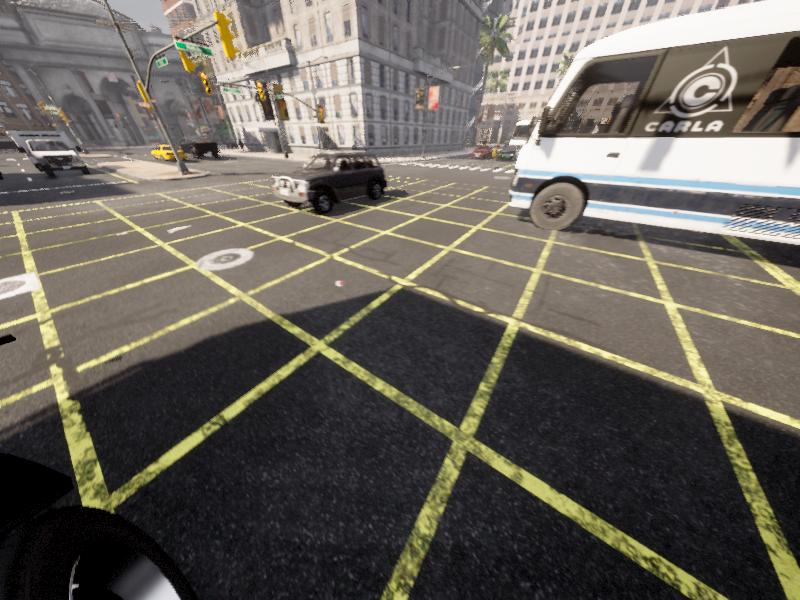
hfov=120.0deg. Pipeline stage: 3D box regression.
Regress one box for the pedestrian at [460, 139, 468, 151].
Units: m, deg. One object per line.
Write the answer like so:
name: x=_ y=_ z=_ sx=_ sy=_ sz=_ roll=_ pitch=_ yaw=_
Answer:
pedestrian: x=12.146 y=-29.357 z=43.771 sx=0.751 sy=1.860 sz=0.751 roll=-26 pitch=43 yaw=-33

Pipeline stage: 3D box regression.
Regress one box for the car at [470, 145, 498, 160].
car: x=10.910 y=-19.185 z=29.989 sx=1.812 sy=1.442 sz=4.674 roll=22 pitch=41 yaw=28

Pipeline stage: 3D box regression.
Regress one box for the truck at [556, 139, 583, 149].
truck: x=43.391 y=-39.864 z=59.080 sx=6.274 sy=2.098 sz=2.390 roll=-18 pitch=39 yaw=-24

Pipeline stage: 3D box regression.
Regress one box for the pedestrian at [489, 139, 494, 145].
pedestrian: x=33.534 y=-57.996 z=84.624 sx=0.751 sy=1.860 sz=0.751 roll=-21 pitch=40 yaw=-27

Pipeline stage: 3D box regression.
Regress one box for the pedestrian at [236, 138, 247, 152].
pedestrian: x=-25.032 y=-24.481 z=36.490 sx=0.751 sy=1.860 sz=0.751 roll=26 pitch=43 yaw=32

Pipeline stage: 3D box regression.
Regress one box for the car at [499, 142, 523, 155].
car: x=18.885 y=-25.784 z=39.235 sx=2.242 sy=1.667 sz=4.611 roll=23 pitch=41 yaw=28

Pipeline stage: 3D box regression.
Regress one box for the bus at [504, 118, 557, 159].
bus: x=19.113 y=-23.421 z=33.645 sx=3.944 sy=4.253 sz=10.273 roll=22 pitch=41 yaw=28

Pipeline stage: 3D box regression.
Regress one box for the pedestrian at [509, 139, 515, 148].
pedestrian: x=27.241 y=-38.026 z=56.220 sx=0.751 sy=1.860 sz=0.751 roll=30 pitch=44 yaw=35

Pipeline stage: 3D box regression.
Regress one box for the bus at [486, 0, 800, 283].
bus: x=8.061 y=-3.319 z=5.007 sx=10.273 sy=4.253 sz=3.944 roll=22 pitch=41 yaw=28

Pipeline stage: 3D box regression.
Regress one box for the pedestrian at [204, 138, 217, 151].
pedestrian: x=-31.458 y=-25.810 z=38.314 sx=0.751 sy=1.860 sz=0.751 roll=17 pitch=38 yaw=22

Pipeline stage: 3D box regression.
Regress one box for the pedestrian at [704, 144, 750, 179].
pedestrian: x=20.626 y=-8.765 z=14.627 sx=0.751 sy=1.860 sz=0.751 roll=22 pitch=40 yaw=27

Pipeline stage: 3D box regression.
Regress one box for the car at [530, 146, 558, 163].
car: x=16.817 y=-17.017 z=26.943 sx=1.816 sy=1.474 sz=4.193 roll=22 pitch=41 yaw=28

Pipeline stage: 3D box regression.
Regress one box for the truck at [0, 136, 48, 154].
truck: x=-58.091 y=-22.864 z=33.969 sx=6.274 sy=2.098 sz=2.390 roll=-16 pitch=38 yaw=-22

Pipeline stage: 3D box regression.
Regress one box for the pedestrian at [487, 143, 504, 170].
pedestrian: x=8.124 y=-12.276 z=19.753 sx=0.751 sy=1.860 sz=0.751 roll=22 pitch=41 yaw=28

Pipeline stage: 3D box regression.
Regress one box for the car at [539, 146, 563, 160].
car: x=20.549 y=-19.994 z=31.360 sx=1.895 sy=1.301 sz=4.718 roll=22 pitch=41 yaw=28

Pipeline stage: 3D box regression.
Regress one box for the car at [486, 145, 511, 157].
car: x=14.818 y=-22.344 z=34.640 sx=1.895 sy=1.301 sz=4.718 roll=22 pitch=41 yaw=28

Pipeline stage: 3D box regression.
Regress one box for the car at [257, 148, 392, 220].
car: x=-2.477 y=-4.780 z=9.044 sx=1.932 sy=1.855 sz=4.605 roll=22 pitch=40 yaw=27

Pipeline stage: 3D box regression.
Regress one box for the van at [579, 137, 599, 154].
van: x=35.715 y=-29.305 z=43.642 sx=1.988 sy=2.561 sz=5.915 roll=22 pitch=41 yaw=28

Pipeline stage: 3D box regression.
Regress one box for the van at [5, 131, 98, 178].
van: x=-24.660 y=-10.412 z=16.340 sx=6.366 sy=2.431 sz=2.351 roll=22 pitch=41 yaw=28

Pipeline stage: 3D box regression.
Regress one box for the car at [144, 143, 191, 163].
car: x=-24.845 y=-15.773 z=24.683 sx=5.366 sy=1.575 sz=1.801 roll=22 pitch=41 yaw=28

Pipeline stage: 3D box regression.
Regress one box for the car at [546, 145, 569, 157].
car: x=24.673 y=-23.372 z=36.109 sx=2.033 sy=1.411 sz=5.357 roll=22 pitch=41 yaw=28

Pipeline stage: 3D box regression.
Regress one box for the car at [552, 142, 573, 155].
car: x=28.811 y=-26.847 z=40.883 sx=2.152 sy=1.651 sz=5.027 roll=23 pitch=41 yaw=28

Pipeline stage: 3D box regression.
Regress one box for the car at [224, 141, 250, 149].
car: x=-36.526 y=-34.943 z=51.940 sx=1.994 sy=1.385 sz=4.181 roll=23 pitch=41 yaw=28

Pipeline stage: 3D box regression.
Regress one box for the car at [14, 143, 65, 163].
car: x=-36.794 y=-15.035 z=23.579 sx=4.902 sy=1.511 sz=2.128 roll=23 pitch=41 yaw=28

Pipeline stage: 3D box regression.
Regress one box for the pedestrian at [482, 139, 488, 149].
pedestrian: x=19.377 y=-35.559 z=52.642 sx=0.751 sy=1.860 sz=0.751 roll=20 pitch=40 yaw=26

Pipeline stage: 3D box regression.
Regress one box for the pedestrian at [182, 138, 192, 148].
pedestrian: x=-46.050 y=-33.943 z=49.979 sx=0.751 sy=1.860 sz=0.751 roll=27 pitch=43 yaw=33

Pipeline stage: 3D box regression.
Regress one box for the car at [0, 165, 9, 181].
car: x=-26.298 y=-8.196 z=14.076 sx=5.357 sy=1.411 sz=2.033 roll=22 pitch=41 yaw=28

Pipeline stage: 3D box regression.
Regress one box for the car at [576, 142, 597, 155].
car: x=31.584 y=-25.634 z=39.039 sx=2.097 sy=1.767 sz=4.553 roll=22 pitch=41 yaw=28

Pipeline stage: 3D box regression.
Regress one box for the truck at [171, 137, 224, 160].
truck: x=-24.433 y=-18.281 z=27.795 sx=6.274 sy=2.098 sz=2.390 roll=22 pitch=41 yaw=28

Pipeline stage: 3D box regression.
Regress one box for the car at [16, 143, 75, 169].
car: x=-30.938 y=-12.655 z=20.156 sx=4.856 sy=1.649 sz=2.033 roll=22 pitch=41 yaw=28

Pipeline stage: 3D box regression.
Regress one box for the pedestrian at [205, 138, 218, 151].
pedestrian: x=-31.649 y=-26.173 z=38.827 sx=0.751 sy=1.860 sz=0.751 roll=-1 pitch=35 yaw=-2

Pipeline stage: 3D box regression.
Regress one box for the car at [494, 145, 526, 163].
car: x=13.168 y=-17.554 z=27.621 sx=2.038 sy=1.542 sz=4.974 roll=22 pitch=41 yaw=28
